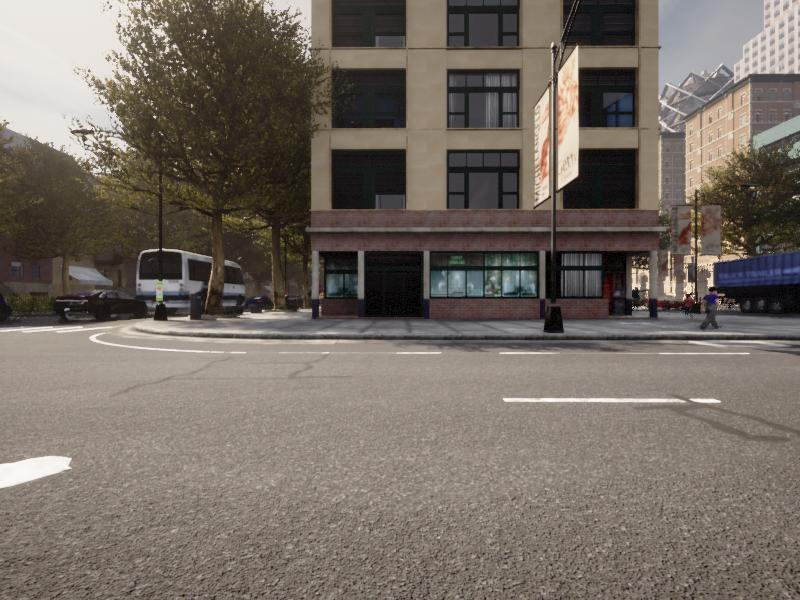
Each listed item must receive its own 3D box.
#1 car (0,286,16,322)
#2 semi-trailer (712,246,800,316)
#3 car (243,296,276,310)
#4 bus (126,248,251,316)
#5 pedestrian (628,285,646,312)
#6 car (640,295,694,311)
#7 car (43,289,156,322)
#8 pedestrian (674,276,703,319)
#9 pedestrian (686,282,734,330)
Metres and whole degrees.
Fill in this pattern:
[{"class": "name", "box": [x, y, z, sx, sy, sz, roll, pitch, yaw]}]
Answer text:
[{"class": "car", "box": [-18.918, 0.188, 16.656, 1.851, 1.617, 3.988, 0, 0, 5]}, {"class": "semi-trailer", "box": [26.731, -1.219, 25.771, 2.717, 4.402, 14.254, 0, 0, 2]}, {"class": "car", "box": [-14.988, 0.270, 42.907, 1.812, 1.442, 4.674, 0, 0, 1]}, {"class": "bus", "box": [-15.215, -1.132, 30.242, 3.944, 4.253, 10.273, 0, 0, 0]}, {"class": "pedestrian", "box": [16.306, -0.115, 27.564, 0.751, 1.860, 0.751, 0, 0, -4]}, {"class": "car", "box": [26.459, 0.251, 39.887, 2.163, 1.488, 4.792, 0, 0, 1]}, {"class": "car", "box": [-15.108, 0.236, 20.553, 2.128, 1.511, 4.902, 0, 0, 0]}, {"class": "pedestrian", "box": [12.666, -0.115, 17.589, 0.751, 1.860, 0.751, 0, 0, 3]}, {"class": "pedestrian", "box": [8.576, 0.165, 11.079, 0.751, 1.300, 0.751, 0, 0, 0]}]
